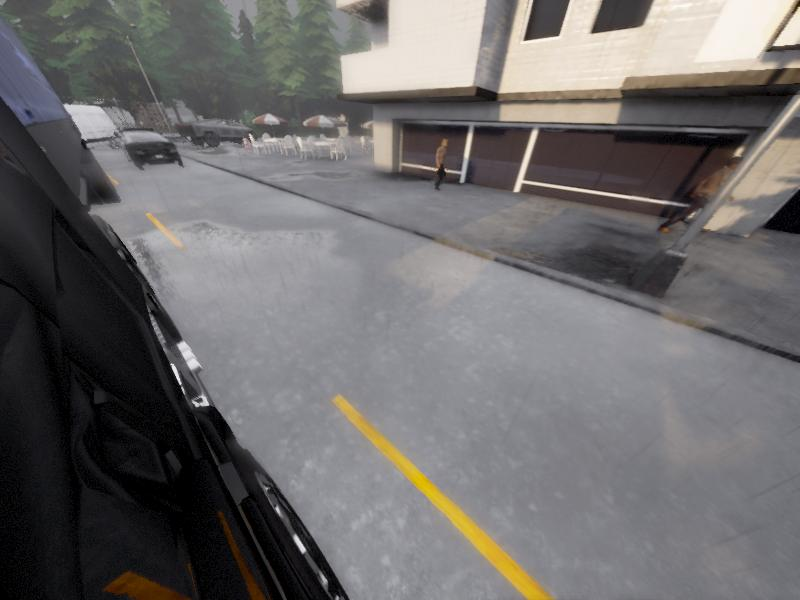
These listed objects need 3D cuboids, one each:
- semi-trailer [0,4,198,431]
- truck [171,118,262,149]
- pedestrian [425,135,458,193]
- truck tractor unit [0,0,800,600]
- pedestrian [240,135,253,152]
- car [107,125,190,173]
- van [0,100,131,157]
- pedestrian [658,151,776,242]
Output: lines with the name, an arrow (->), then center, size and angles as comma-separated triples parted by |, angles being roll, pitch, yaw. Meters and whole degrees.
semi-trailer -> -8.512, -3.722, 4.406 | 14.254, 4.402, 2.717 | 30, 45, 32
truck -> -16.958, -15.887, 21.990 | 2.390, 2.098, 6.274 | 15, 39, 17
pedestrian -> 1.588, -5.311, 9.060 | 0.751, 1.860, 0.751 | 31, 46, 33
truck tractor unit -> -2.645, -0.295, 0.352 | 6.516, 4.208, 3.053 | 28, 44, 30
pedestrian -> -11.997, -12.242, 18.055 | 0.500, 1.100, 0.500 | -10, 39, -15
car -> -13.603, -8.255, 12.440 | 5.238, 1.638, 1.930 | 30, 45, 31
van -> -21.921, -11.264, 15.220 | 1.988, 2.561, 5.915 | -6, 38, -9
pedestrian -> 7.601, -2.536, 5.718 | 0.751, 1.860, 0.751 | 25, 42, 27
